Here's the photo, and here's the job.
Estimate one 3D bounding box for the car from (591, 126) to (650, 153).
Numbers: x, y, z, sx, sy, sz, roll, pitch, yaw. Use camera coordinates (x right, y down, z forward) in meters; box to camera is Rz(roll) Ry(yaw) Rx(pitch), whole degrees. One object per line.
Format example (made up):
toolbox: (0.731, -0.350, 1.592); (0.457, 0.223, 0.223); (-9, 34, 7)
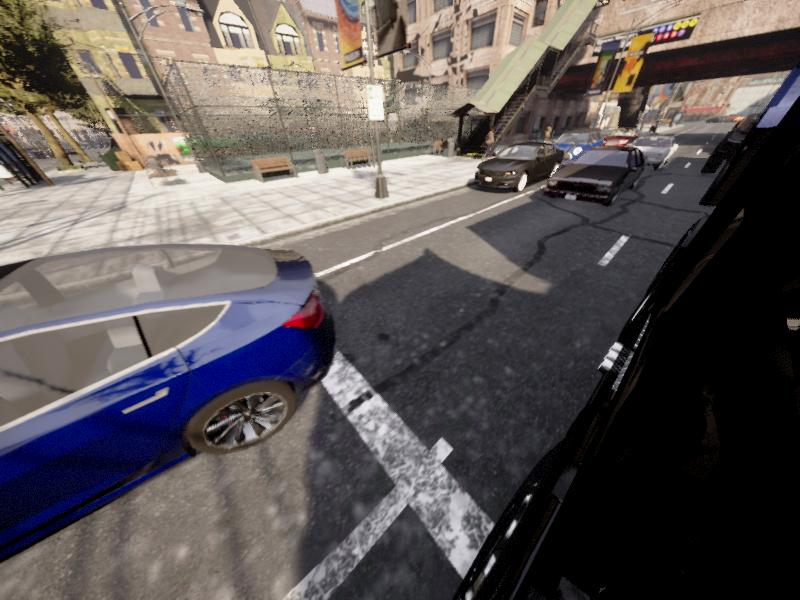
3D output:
car: (17.929, -13.082, 18.783); (4.892, 1.521, 2.231); (-30, 44, -31)

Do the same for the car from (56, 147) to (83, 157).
car: (-65.434, -29.418, 45.801); (2.163, 1.488, 4.792); (-30, 45, -32)

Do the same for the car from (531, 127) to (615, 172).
car: (9.863, -8.672, 13.160); (4.553, 1.767, 2.185); (-30, 44, -31)

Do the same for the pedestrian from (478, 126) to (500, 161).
pedestrian: (5.823, -10.257, 15.173); (0.751, 1.860, 0.751); (-14, 38, -14)

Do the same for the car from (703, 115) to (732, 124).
car: (85.289, -48.558, 62.161); (2.242, 1.667, 4.611); (6, 38, 12)

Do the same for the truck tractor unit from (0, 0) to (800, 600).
truck tractor unit: (2.645, -0.295, 0.351); (6.516, 4.208, 3.053); (-28, 44, -30)

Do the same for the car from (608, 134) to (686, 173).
car: (13.352, -7.996, 12.453); (4.718, 1.301, 1.895); (-29, 44, -31)

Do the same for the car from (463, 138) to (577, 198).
car: (5.167, -5.813, 9.829); (5.008, 1.535, 2.097); (-30, 44, -31)

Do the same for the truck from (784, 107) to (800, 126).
truck: (69.593, -31.642, 39.688); (5.204, 2.467, 2.627); (-29, 44, -31)

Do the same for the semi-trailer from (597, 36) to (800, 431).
semi-trailer: (8.735, -3.573, 4.201); (14.254, 4.402, 2.717); (-28, 43, -29)

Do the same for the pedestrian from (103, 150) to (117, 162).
pedestrian: (-34.107, -16.948, 27.212); (0.500, 1.100, 0.500); (-28, 44, -30)

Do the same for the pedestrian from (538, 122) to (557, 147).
pedestrian: (13.793, -15.434, 21.618); (0.751, 1.860, 0.751); (-27, 43, -29)

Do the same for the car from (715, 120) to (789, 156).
car: (23.342, -10.947, 15.504); (5.238, 1.638, 1.930); (-29, 44, -31)

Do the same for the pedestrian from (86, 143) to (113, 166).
pedestrian: (-29.852, -14.468, 22.995); (0.751, 1.860, 0.751); (-28, 43, -29)

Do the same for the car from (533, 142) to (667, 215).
car: (7.103, -4.521, 8.100); (5.357, 1.411, 2.033); (-29, 44, -31)

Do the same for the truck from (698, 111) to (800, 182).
truck: (16.162, -7.080, 10.383); (6.274, 2.098, 2.390); (-29, 44, -31)

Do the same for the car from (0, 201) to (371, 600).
car: (-2.911, 0.710, 1.636); (4.792, 1.488, 2.163); (-24, 42, -26)
